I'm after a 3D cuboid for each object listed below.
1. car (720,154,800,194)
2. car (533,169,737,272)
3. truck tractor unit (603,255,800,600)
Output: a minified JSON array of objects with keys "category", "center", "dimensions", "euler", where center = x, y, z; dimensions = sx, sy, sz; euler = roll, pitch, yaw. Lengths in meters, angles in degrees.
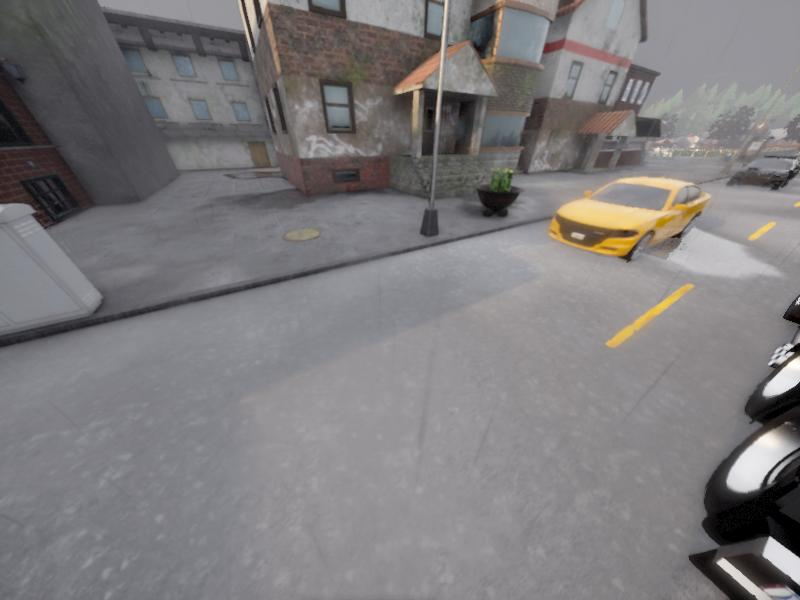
[{"category":"car","center":[21.549,-7.507,13.530],"dimensions":[5.238,1.638,1.930],"euler":[-18,39,-25]},{"category":"car","center":[6.241,-2.404,6.161],"dimensions":[5.008,1.535,1.882],"euler":[-18,39,-24]},{"category":"truck tractor unit","center":[5.092,-0.320,0.799],"dimensions":[6.516,4.208,3.053],"euler":[-19,39,-25]}]
